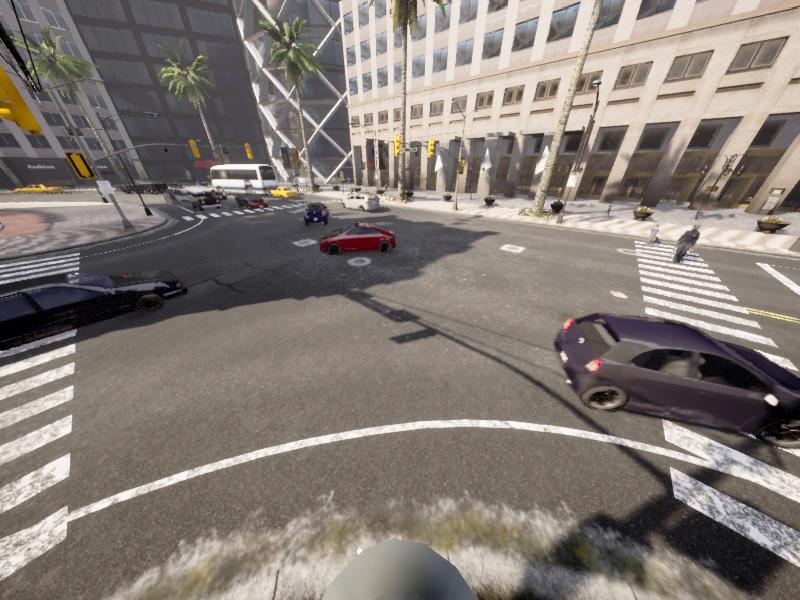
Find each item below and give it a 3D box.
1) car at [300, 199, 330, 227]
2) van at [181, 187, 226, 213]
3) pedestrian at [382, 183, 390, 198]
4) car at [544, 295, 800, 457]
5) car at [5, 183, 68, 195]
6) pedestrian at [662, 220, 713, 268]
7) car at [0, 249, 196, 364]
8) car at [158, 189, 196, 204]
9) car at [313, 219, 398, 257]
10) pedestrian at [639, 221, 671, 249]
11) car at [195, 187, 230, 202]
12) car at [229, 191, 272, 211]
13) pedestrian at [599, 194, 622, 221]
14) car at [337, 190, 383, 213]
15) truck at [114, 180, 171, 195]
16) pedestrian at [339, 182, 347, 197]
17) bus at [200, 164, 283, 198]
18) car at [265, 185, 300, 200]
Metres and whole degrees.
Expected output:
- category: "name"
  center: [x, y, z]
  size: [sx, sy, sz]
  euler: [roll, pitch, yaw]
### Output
- category: "car"
  center: [-6.870, -7.260, 19.050]
  size: [1.845, 1.501, 3.633]
  euler: [-6, 31, -11]
- category: "van"
  center: [-20.850, -10.692, 24.491]
  size: [4.480, 2.038, 2.069]
  euler: [21, 36, 33]
- category: "pedestrian"
  center: [-1.976, -15.696, 32.979]
  size: [0.751, 1.860, 0.751]
  euler: [22, 36, 33]
- category: "car"
  center: [5.207, 1.218, 4.368]
  size: [3.633, 1.501, 1.845]
  euler: [7, 31, 13]
- category: "car"
  center: [-59.811, -18.328, 38.170]
  size: [5.366, 1.575, 1.801]
  euler: [-9, 32, -16]
- category: "pedestrian"
  center: [13.027, -2.546, 10.507]
  size: [0.751, 1.860, 0.751]
  euler: [-24, 37, -35]
- category: "car"
  center: [-9.535, 0.142, 6.366]
  size: [2.033, 1.411, 5.357]
  euler: [21, 36, 32]
- category: "car"
  center: [-28.142, -13.135, 29.228]
  size: [3.633, 1.501, 1.845]
  euler: [14, 33, 23]
- category: "car"
  center: [-2.285, -3.463, 12.635]
  size: [4.181, 1.385, 1.994]
  euler: [-4, 30, -7]
- category: "pedestrian"
  center: [14.366, -3.700, 13.065]
  size: [0.751, 1.300, 0.751]
  euler: [22, 37, 33]
- category: "car"
  center: [-25.246, -14.212, 31.145]
  size: [3.806, 1.475, 1.970]
  euler: [17, 34, 27]
- category: "car"
  center: [-16.539, -10.989, 25.557]
  size: [4.792, 1.488, 2.163]
  euler: [22, 37, 33]
- category: "pedestrian"
  center: [17.211, -7.567, 18.898]
  size: [0.751, 1.860, 0.751]
  euler: [24, 38, 35]
- category: "car"
  center: [-4.250, -10.490, 24.505]
  size: [4.611, 1.667, 2.242]
  euler: [23, 37, 34]
- category: "truck"
  center: [-42.528, -18.707, 38.309]
  size: [6.274, 2.098, 2.390]
  euler: [1, 30, 2]
- category: "pedestrian"
  center: [-8.234, -15.896, 33.325]
  size: [0.751, 1.860, 0.751]
  euler: [-21, 36, -32]
- category: "bus"
  center: [-24.327, -18.467, 35.750]
  size: [10.273, 4.253, 3.944]
  euler: [9, 30, 15]
- category: "car"
  center: [-17.268, -15.856, 33.885]
  size: [5.366, 1.575, 1.801]
  euler: [20, 36, 31]
